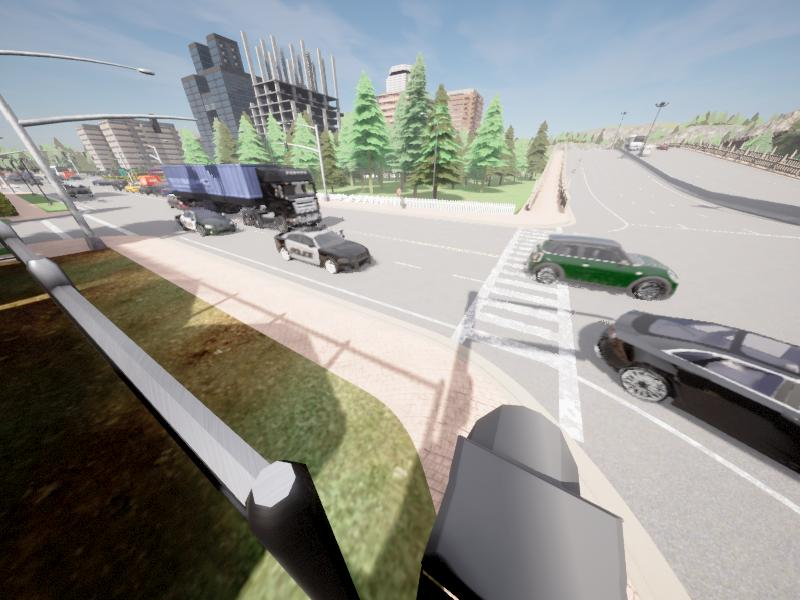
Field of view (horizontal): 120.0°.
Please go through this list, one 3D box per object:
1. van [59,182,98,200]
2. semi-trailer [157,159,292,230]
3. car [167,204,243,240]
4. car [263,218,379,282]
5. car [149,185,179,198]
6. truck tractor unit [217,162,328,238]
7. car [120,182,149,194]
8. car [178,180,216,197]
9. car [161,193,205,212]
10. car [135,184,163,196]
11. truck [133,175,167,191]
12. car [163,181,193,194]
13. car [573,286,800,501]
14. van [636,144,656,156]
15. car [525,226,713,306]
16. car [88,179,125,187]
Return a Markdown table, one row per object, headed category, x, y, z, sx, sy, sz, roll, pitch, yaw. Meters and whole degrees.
| category | x | y | z | sx | sy | sz | roll | pitch | yaw |
| --- | --- | --- | --- | --- | --- | --- | --- | --- | --- |
| van | -46.554 | -15.887 | 33.481 | 4.480 | 2.038 | 2.069 | 17 | 34 | 27 |
| semi-trailer | -15.631 | -9.522 | 20.078 | 14.254 | 4.402 | 2.717 | 18 | 34 | 27 |
| car | -13.577 | -5.553 | 16.087 | 4.974 | 1.542 | 2.038 | 17 | 34 | 27 |
| car | -3.705 | -2.569 | 10.815 | 5.238 | 1.638 | 1.930 | 18 | 34 | 27 |
| car | -35.779 | -16.477 | 34.990 | 3.705 | 1.549 | 1.789 | 17 | 34 | 27 |
| truck tractor unit | -8.919 | -7.347 | 16.500 | 6.516 | 4.208 | 3.053 | 17 | 34 | 27 |
| car | -47.118 | -19.966 | 41.007 | 5.366 | 1.575 | 1.801 | 17 | 34 | 27 |
| car | -31.949 | -17.567 | 36.387 | 5.566 | 2.045 | 2.150 | 17 | 34 | 27 |
| car | -23.231 | -10.524 | 24.775 | 3.806 | 1.475 | 1.970 | 17 | 34 | 27 |
| car | -41.167 | -18.094 | 37.870 | 4.193 | 1.474 | 1.816 | 17 | 34 | 27 |
| truck | -49.132 | -23.022 | 45.411 | 5.204 | 2.467 | 2.627 | 17 | 34 | 27 |
| car | -38.129 | -19.391 | 39.713 | 4.605 | 1.855 | 1.932 | 17 | 34 | 27 |
| car | 6.189 | 1.646 | 3.643 | 2.128 | 1.511 | 4.902 | -17 | 34 | -28 |
| van | 72.012 | -43.933 | 67.782 | 2.351 | 2.431 | 6.366 | 16 | 41 | 26 |
| car | 7.527 | -1.517 | 8.837 | 4.553 | 1.767 | 2.097 | 13 | 32 | 21 |
| car | -69.024 | -27.675 | 54.463 | 4.792 | 1.488 | 2.163 | -11 | 32 | -19 |
